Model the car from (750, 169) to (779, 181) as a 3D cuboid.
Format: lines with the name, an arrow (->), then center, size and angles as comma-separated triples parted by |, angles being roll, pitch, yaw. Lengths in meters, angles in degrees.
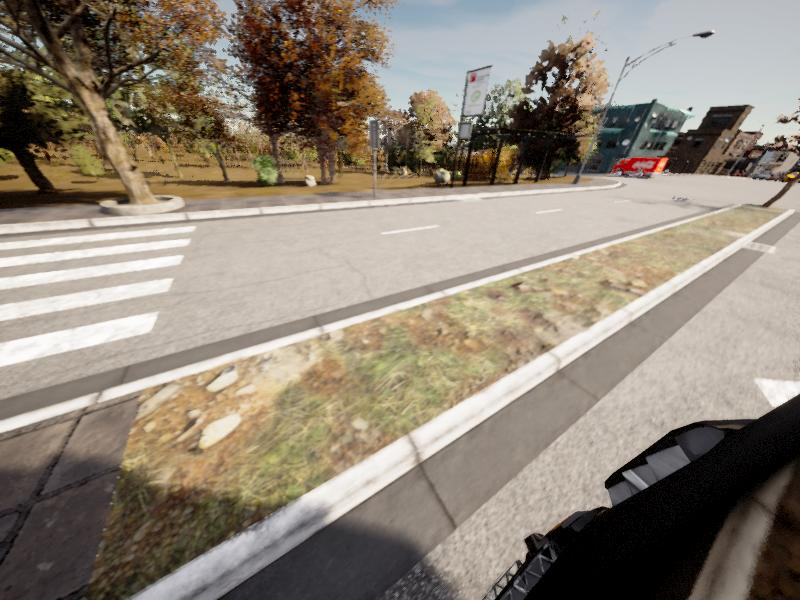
car -> 62.428, -21.351, 39.552 | 3.633, 1.501, 1.845 | -15, 38, -27

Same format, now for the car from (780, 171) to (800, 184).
car -> 66.262, -20.458, 38.648 | 5.008, 1.535, 1.882 | -14, 38, -27

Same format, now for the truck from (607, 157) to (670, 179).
truck -> 34.321, -19.185, 33.487 | 2.627, 2.467, 5.204 | -14, 35, -23
